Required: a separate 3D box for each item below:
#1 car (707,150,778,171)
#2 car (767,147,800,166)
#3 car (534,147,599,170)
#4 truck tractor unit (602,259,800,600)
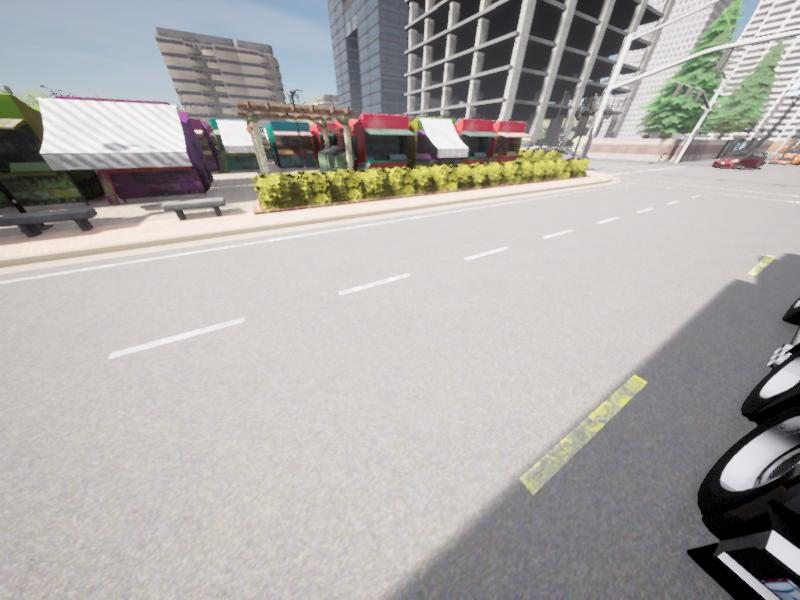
[{"bbox_3d":[34.153,-13.990,23.119,3.988,1.617,1.851,-4,35,-7],"label":"car"},{"bbox_3d":[48.615,-17.860,28.691,4.553,1.767,2.097,-18,39,-24],"label":"car"},{"bbox_3d":[16.856,-14.631,23.739,2.033,1.649,4.856,-18,39,-24],"label":"car"},{"bbox_3d":[5.128,-0.279,0.801,6.516,4.208,3.053,-18,40,-25],"label":"truck tractor unit"}]
